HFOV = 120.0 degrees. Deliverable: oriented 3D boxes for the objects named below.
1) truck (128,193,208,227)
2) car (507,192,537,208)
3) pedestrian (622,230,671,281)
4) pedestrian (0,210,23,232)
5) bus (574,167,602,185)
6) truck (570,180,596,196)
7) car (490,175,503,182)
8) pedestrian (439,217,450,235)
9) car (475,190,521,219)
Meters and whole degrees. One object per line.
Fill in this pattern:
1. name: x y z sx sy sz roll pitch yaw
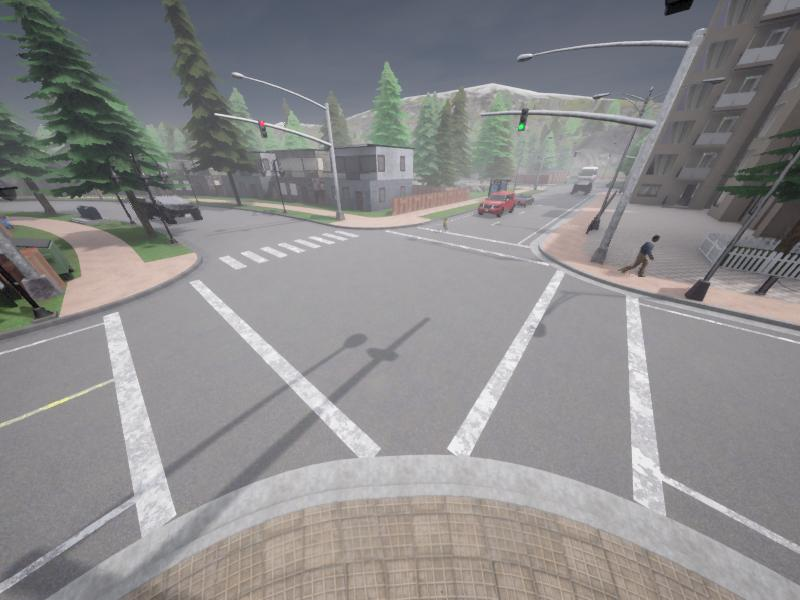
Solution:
1. truck: -20.646 -8.174 20.587 6.274 2.098 2.390 15 33 23
2. car: 15.349 -12.575 28.979 1.994 1.385 4.181 24 38 35
3. pedestrian: 10.167 -1.849 9.586 0.751 1.860 0.751 25 39 37
4. pedestrian: -28.884 -5.784 16.894 0.751 1.300 0.751 -26 39 -38
5. bus: 53.958 -35.694 66.140 3.944 4.253 10.273 24 38 35
6. truck: 32.725 -20.125 41.325 2.390 2.098 6.274 24 38 35
7. car: 29.590 -37.325 71.038 1.932 1.855 4.605 23 37 34
8. pedestrian: 3.208 -5.392 16.757 0.500 1.100 0.500 19 35 30
9. car: 10.071 -9.866 23.608 2.150 2.045 5.566 24 38 35
